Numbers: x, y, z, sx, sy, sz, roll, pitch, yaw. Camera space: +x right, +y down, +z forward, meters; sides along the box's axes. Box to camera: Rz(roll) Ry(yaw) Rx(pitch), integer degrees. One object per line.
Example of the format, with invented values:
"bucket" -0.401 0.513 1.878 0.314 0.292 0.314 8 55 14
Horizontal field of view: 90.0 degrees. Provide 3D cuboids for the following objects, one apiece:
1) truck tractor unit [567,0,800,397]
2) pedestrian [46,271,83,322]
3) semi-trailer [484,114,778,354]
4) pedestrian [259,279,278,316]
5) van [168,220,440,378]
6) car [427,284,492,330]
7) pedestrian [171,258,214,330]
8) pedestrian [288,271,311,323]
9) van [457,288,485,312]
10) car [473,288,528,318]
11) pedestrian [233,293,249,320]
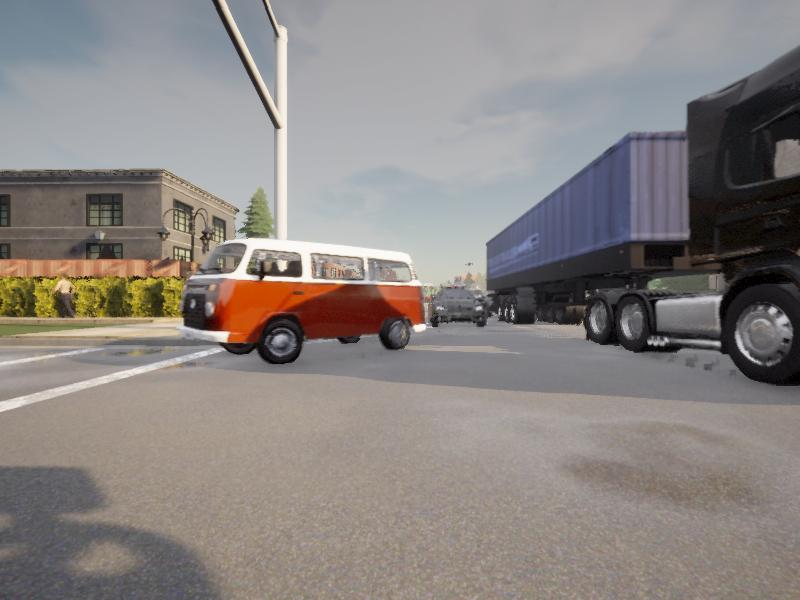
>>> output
"truck tractor unit" 5.565 -1.121 6.578 3.053 4.208 6.516 0 0 1
"pedestrian" -12.495 -0.115 14.916 0.751 1.860 0.751 0 0 2
"semi-trailer" 5.736 -1.218 14.490 2.717 4.402 14.254 0 0 1
"pedestrian" -6.704 -0.115 20.400 0.751 1.860 0.751 0 0 1
"van" -1.520 -0.027 7.490 4.480 2.038 2.069 0 1 -45
"car" 2.155 0.225 15.910 2.038 1.542 4.974 0 0 3
"pedestrian" -5.542 -0.146 10.715 0.751 1.860 0.751 0 0 1
"pedestrian" -3.706 -0.115 14.692 0.751 1.860 0.751 0 0 -20
"van" 6.194 0.000 35.258 1.775 1.987 4.442 0 0 1
"car" 5.954 0.180 24.335 2.152 1.651 5.027 0 0 1
"pedestrian" -6.608 0.265 16.619 0.500 1.100 0.500 0 0 -7
